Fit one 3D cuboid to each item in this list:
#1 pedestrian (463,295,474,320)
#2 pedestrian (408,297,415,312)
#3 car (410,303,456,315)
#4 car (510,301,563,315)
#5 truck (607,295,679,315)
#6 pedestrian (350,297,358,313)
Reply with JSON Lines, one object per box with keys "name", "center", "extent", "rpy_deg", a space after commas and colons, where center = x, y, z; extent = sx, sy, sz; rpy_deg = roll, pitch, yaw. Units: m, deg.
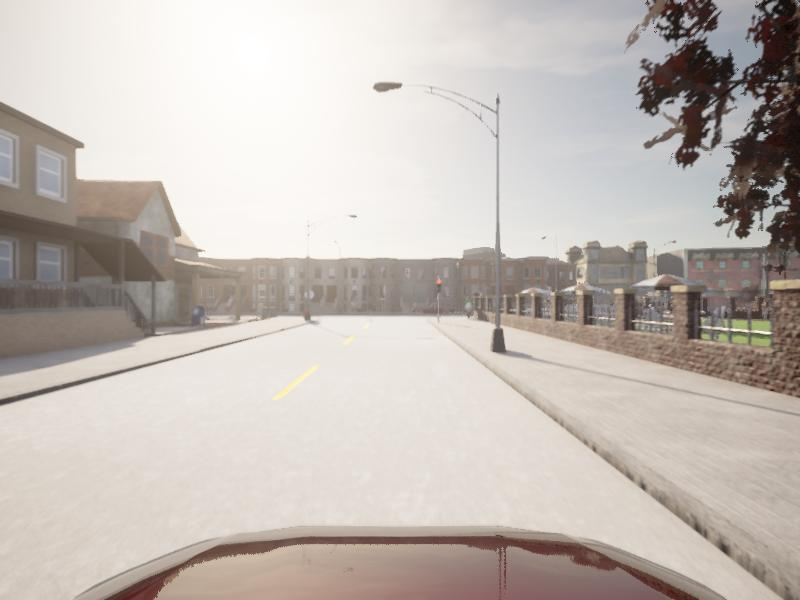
{"name": "pedestrian", "center": [5.159, 0.536, 30.203], "extent": [0.751, 1.860, 0.751], "rpy_deg": [0, 0, 4]}
{"name": "pedestrian", "center": [1.390, 0.551, 47.951], "extent": [0.751, 1.860, 0.751], "rpy_deg": [0, 0, 1]}
{"name": "car", "center": [3.496, 0.960, 42.769], "extent": [4.718, 1.301, 1.895], "rpy_deg": [0, 0, 0]}
{"name": "car", "center": [14.573, 0.839, 42.799], "extent": [5.008, 1.535, 1.882], "rpy_deg": [0, 0, 0]}
{"name": "truck", "center": [25.871, 0.558, 42.833], "extent": [6.274, 2.098, 2.390], "rpy_deg": [0, 0, 0]}
{"name": "pedestrian", "center": [-5.293, 0.550, 45.986], "extent": [0.751, 1.860, 0.751], "rpy_deg": [0, 0, 13]}
